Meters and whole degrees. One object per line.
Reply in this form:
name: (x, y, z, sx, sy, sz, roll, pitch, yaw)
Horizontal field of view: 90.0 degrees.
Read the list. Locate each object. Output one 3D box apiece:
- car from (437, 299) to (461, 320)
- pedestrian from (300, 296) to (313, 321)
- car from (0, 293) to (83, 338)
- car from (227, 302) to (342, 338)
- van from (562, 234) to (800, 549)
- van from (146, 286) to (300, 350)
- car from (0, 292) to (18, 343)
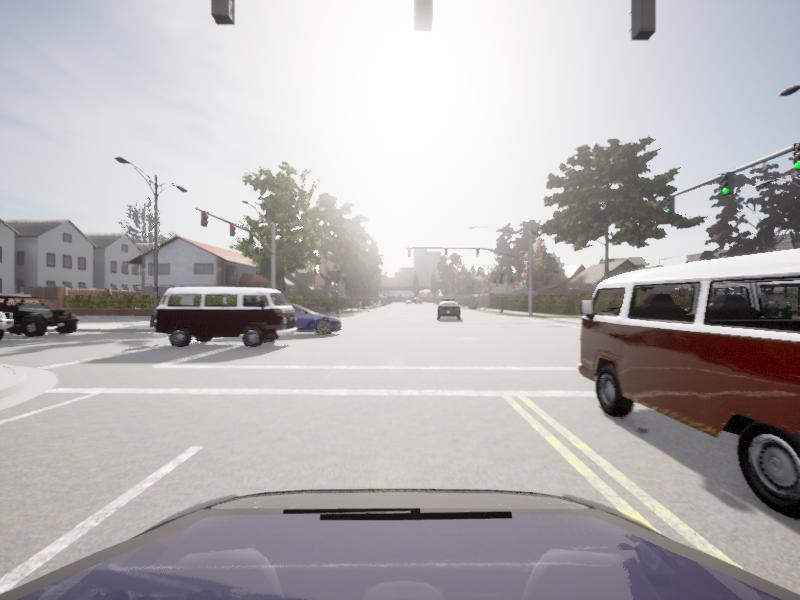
car: (4.207, 0.785, 34.725, 1.930, 1.638, 5.238, 0, 0, 6)
pedestrian: (-7.256, 0.650, 31.042, 0.751, 1.860, 0.751, 0, 0, 5)
car: (-16.749, 0.657, 17.760, 3.866, 1.878, 1.905, 0, 0, 1)
car: (-5.090, 0.859, 18.247, 4.792, 1.488, 2.163, 0, 0, -10)
van: (3.642, 0.576, 4.253, 2.069, 2.038, 4.480, 0, 0, 1)
van: (-5.996, 0.580, 13.981, 4.480, 2.038, 2.069, 0, 0, 2)
car: (-16.834, 0.664, 14.263, 4.605, 1.855, 1.932, -1, 0, 2)
